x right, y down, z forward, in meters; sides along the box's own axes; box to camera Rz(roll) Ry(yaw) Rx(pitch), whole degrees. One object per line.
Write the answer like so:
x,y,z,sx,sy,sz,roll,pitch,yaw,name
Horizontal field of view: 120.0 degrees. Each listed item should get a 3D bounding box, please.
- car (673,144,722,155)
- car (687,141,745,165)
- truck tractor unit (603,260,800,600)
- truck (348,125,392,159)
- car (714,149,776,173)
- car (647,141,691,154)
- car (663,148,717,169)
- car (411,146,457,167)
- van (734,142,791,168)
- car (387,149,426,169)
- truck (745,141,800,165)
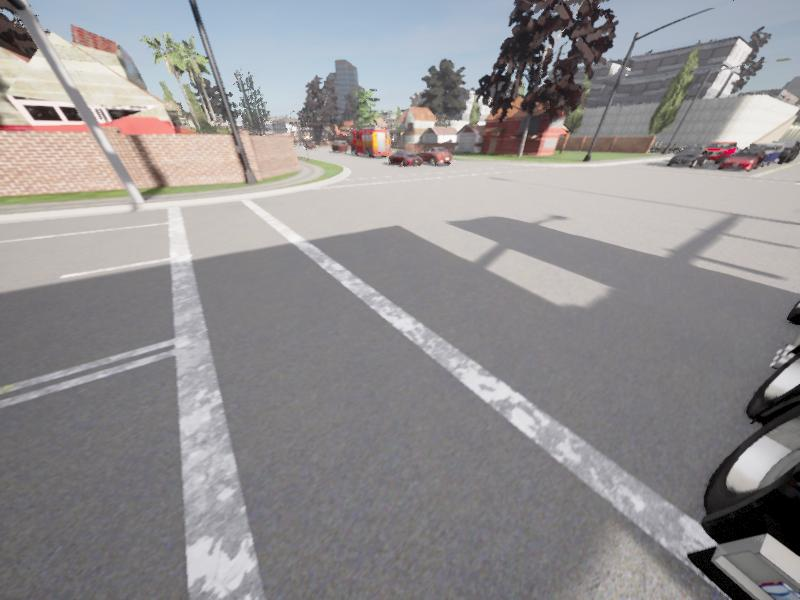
52.838,-26.893,41.127,2.128,1.511,4.902,-19,39,-25,car
35.406,-16.545,25.900,5.566,2.045,2.150,-19,39,-24,car
5.100,-0.312,0.796,6.516,4.208,3.053,-19,39,-24,truck tractor unit
-4.677,-23.963,34.989,2.891,3.827,8.468,-19,39,-25,truck
30.374,-12.335,20.352,4.514,1.525,2.007,-19,39,-24,car
48.338,-27.467,41.636,1.932,1.855,4.605,-19,39,-25,car
28.799,-14.120,22.931,4.892,1.490,1.837,-19,39,-24,car
3.480,-15.564,24.912,2.152,1.651,5.027,-20,40,-25,car
35.636,-14.296,22.746,4.442,1.987,1.775,-19,39,-24,van
0.560,-14.353,23.408,1.994,1.385,4.181,-19,39,-25,car
42.045,-16.440,25.702,6.274,2.098,2.390,-18,39,-24,truck
